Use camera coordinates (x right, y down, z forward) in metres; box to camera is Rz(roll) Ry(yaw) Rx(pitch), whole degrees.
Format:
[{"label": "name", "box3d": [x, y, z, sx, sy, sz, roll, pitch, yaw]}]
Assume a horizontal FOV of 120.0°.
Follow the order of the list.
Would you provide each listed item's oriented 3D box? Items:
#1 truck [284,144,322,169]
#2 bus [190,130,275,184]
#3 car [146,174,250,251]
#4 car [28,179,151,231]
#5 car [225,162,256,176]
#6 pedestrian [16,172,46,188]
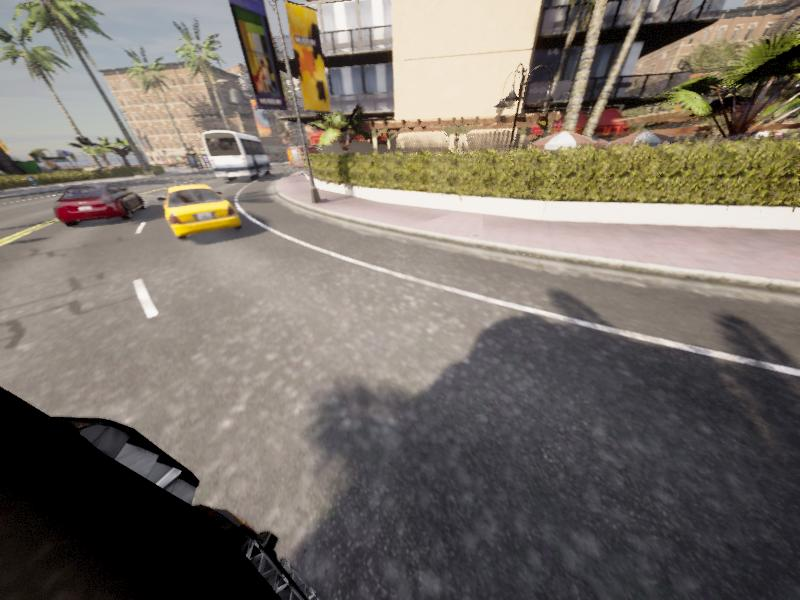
[{"label": "truck", "box3d": [-18.939, -28.662, 45.990, 2.891, 3.827, 8.468, 2, 33, 5]}, {"label": "bus", "box3d": [-17.949, -16.228, 26.237, 3.944, 4.253, 10.273, -9, 34, -11]}, {"label": "car", "box3d": [-7.358, -3.443, 8.324, 1.801, 1.575, 5.366, -27, 40, -33]}, {"label": "car", "box3d": [-13.435, -4.483, 10.434, 1.994, 1.385, 4.181, -21, 38, -27]}, {"label": "car", "box3d": [-22.343, -18.500, 32.544, 1.970, 1.475, 3.806, -6, 33, -6]}, {"label": "pedestrian", "box3d": [-36.091, -11.775, 22.617, 0.751, 1.300, 0.751, -7, 33, -8]}]
